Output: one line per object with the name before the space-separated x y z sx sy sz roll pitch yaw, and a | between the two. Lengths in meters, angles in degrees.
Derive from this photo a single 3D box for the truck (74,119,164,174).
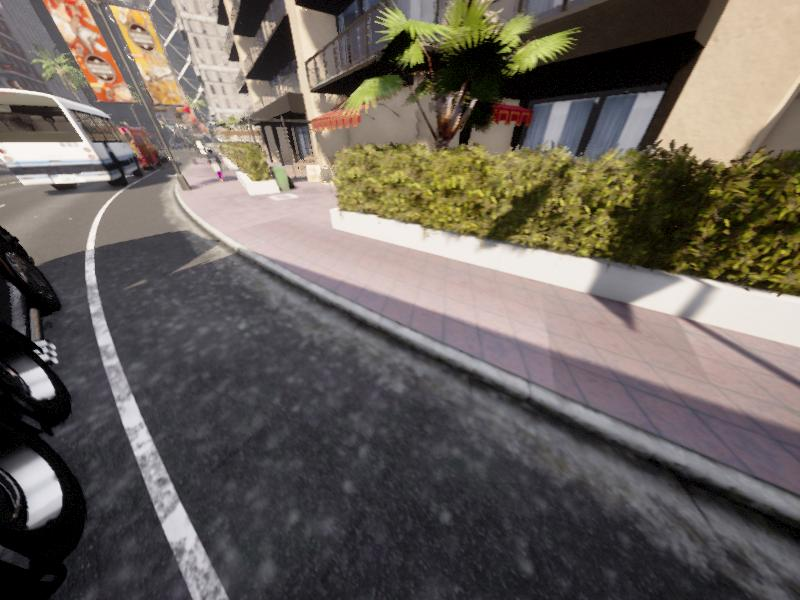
truck | -26.872 -15.172 22.840 2.891 3.827 8.468 -21 40 -27

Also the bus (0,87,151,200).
bus | -20.155 -9.644 14.410 3.944 4.253 10.273 -22 40 -29

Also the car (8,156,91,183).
car | -26.033 -9.953 17.426 1.994 1.385 4.181 -21 39 -27

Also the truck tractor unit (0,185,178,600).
truck tractor unit | -4.969 -0.420 0.962 6.516 4.208 3.053 24 41 30

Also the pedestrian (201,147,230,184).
pedestrian | -11.209 -8.203 14.064 0.751 1.860 0.751 -22 40 -28

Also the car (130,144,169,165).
car | -32.402 -19.078 30.105 2.150 2.045 5.566 -21 40 -27
